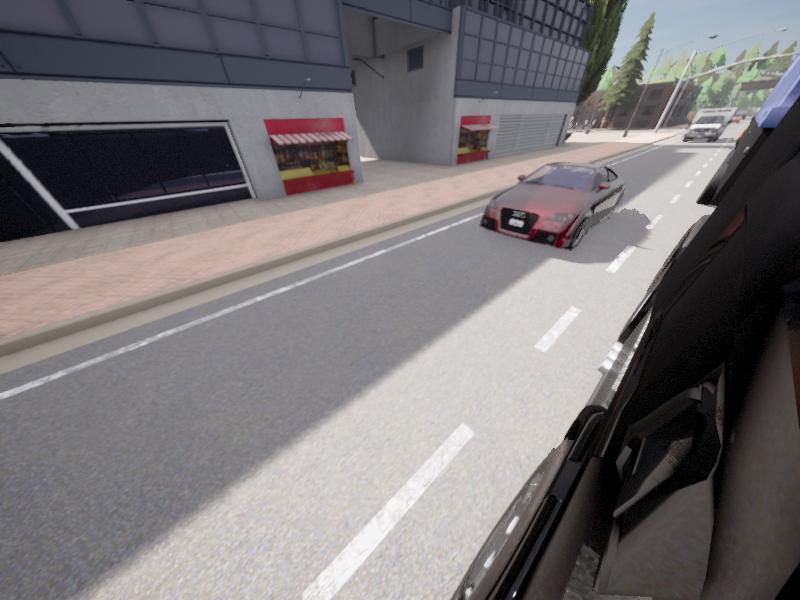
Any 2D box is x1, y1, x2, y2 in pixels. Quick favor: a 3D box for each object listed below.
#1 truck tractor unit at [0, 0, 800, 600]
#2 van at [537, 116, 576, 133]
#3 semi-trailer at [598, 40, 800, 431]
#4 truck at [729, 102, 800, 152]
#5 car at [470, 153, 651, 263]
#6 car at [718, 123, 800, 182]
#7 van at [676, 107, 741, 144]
[{"bbox_3d":[2.645,-0.295,0.351,6.516,4.208,3.053,-28,44,-30],"label":"truck tractor unit"},{"bbox_3d":[32.522,-36.601,48.330,1.988,2.561,5.915,-31,45,-32],"label":"van"},{"bbox_3d":[8.692,-3.611,4.231,14.254,4.402,2.717,-28,44,-30],"label":"semi-trailer"},{"bbox_3d":[25.883,-11.984,15.951,5.204,2.467,2.627,-28,44,-30],"label":"truck"},{"bbox_3d":[3.918,-2.547,5.654,4.181,1.385,1.994,-28,44,-30],"label":"car"},{"bbox_3d":[15.847,-6.299,9.667,4.611,1.667,2.242,-28,44,-30],"label":"car"},{"bbox_3d":[28.473,-16.095,21.306,6.366,2.431,2.351,-28,44,-30],"label":"van"}]
